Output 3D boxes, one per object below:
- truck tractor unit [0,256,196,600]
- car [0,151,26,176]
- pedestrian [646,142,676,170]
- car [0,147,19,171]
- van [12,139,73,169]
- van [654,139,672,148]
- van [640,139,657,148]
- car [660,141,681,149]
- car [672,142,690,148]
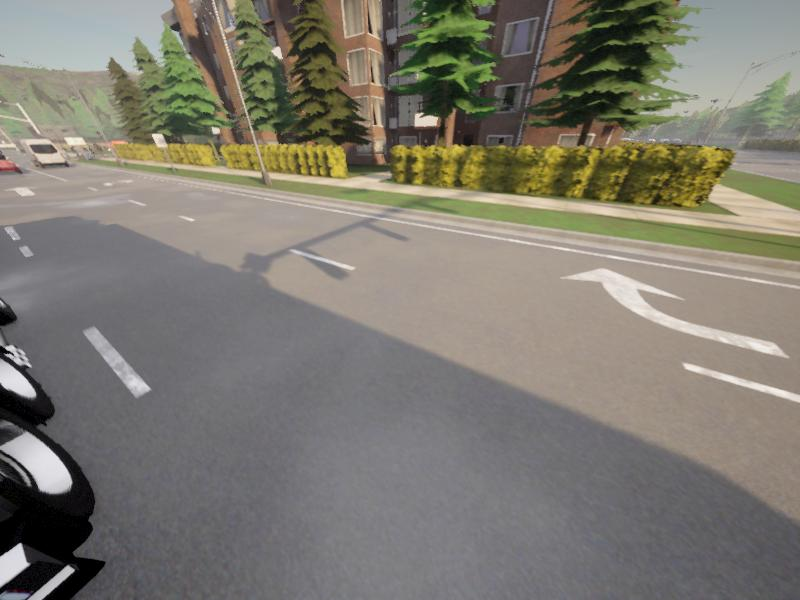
[{"bbox_3d":[-5.104,-0.304,0.807,6.516,4.208,3.053,19,39,25],"label":"truck tractor unit"},{"bbox_3d":[-35.107,-11.888,20.082,3.988,1.617,1.851,19,39,26],"label":"car"},{"bbox_3d":[20.861,-11.521,18.487,0.751,1.860,0.751,19,39,26],"label":"pedestrian"},{"bbox_3d":[-41.176,-14.178,23.057,5.566,2.045,2.150,19,39,26],"label":"car"},{"bbox_3d":[-38.895,-15.939,25.139,5.915,2.561,1.988,19,39,26],"label":"van"},{"bbox_3d":[76.114,-45.419,66.962,2.069,2.038,4.480,20,39,26],"label":"van"},{"bbox_3d":[71.725,-45.174,66.652,2.069,2.038,4.480,20,39,26],"label":"van"},{"bbox_3d":[71.649,-41.164,61.311,2.242,1.667,4.611,20,39,26],"label":"car"},{"bbox_3d":[77.765,-42.914,63.901,1.994,1.385,4.181,20,39,26],"label":"car"}]
